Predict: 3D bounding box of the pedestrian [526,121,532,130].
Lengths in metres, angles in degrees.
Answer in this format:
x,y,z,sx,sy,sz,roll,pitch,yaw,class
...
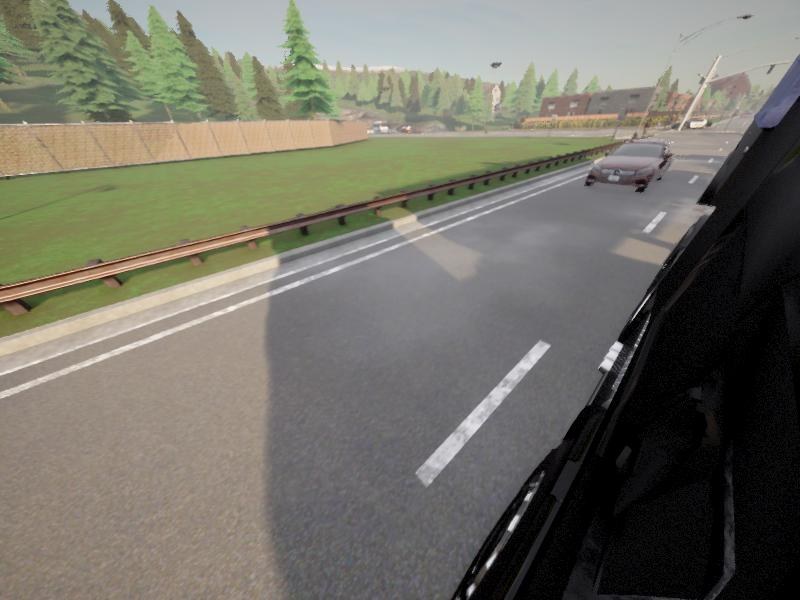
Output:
x,y,z,sx,sy,sz,roll,pitch,yaw,class
35.497,-47.810,63.360,0.751,1.860,0.751,-3,37,-1,pedestrian

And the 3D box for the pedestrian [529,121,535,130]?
x,y,z,sx,sy,sz,roll,pitch,yaw,class
36.042,-47.625,63.080,0.751,1.860,0.751,-8,37,-8,pedestrian

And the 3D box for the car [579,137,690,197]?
x,y,z,sx,sy,sz,roll,pitch,yaw,class
9.232,-5.395,9.069,4.674,1.442,1.812,-28,44,-30,car

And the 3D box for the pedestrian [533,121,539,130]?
x,y,z,sx,sy,sz,roll,pitch,yaw,class
36.692,-47.091,62.330,0.751,1.860,0.751,-27,43,-29,pedestrian

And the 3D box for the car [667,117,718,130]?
x,y,z,sx,sy,sz,roll,pitch,yaw,class
50.157,-30.308,39.734,4.974,1.542,2.038,3,37,7,car

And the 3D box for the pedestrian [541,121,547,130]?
x,y,z,sx,sy,sz,roll,pitch,yaw,class
38.038,-46.191,61.050,0.751,1.860,0.751,-27,43,-29,pedestrian

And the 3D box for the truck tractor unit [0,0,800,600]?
x,y,z,sx,sy,sz,roll,pitch,yaw,class
2.645,-0.295,0.351,6.516,4.208,3.053,-28,44,-30,truck tractor unit

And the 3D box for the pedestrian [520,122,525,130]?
x,y,z,sx,sy,sz,roll,pitch,yaw,class
34.273,-48.677,64.588,0.751,1.860,0.751,-2,37,0,pedestrian

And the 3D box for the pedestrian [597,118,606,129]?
x,y,z,sx,sy,sz,roll,pitch,yaw,class
46.264,-40.525,53.009,0.751,1.860,0.751,-28,44,-30,pedestrian

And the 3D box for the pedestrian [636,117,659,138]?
x,y,z,sx,sy,sz,roll,pitch,yaw,class
27.129,-18.924,25.379,0.751,1.860,0.751,-5,37,-3,pedestrian

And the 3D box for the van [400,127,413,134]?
x,y,z,sx,sy,sz,roll,pitch,yaw,class
2.159,-59.677,81.312,2.069,2.038,4.480,-27,43,-29,van

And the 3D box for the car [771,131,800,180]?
x,y,z,sx,sy,sz,roll,pitch,yaw,class
17.148,-5.541,8.646,2.152,1.651,5.027,26,45,33,car

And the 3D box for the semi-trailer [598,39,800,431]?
x,y,z,sx,sy,sz,roll,pitch,yaw,class
8.703,-3.598,4.227,14.254,4.402,2.717,-28,44,-30,semi-trailer
